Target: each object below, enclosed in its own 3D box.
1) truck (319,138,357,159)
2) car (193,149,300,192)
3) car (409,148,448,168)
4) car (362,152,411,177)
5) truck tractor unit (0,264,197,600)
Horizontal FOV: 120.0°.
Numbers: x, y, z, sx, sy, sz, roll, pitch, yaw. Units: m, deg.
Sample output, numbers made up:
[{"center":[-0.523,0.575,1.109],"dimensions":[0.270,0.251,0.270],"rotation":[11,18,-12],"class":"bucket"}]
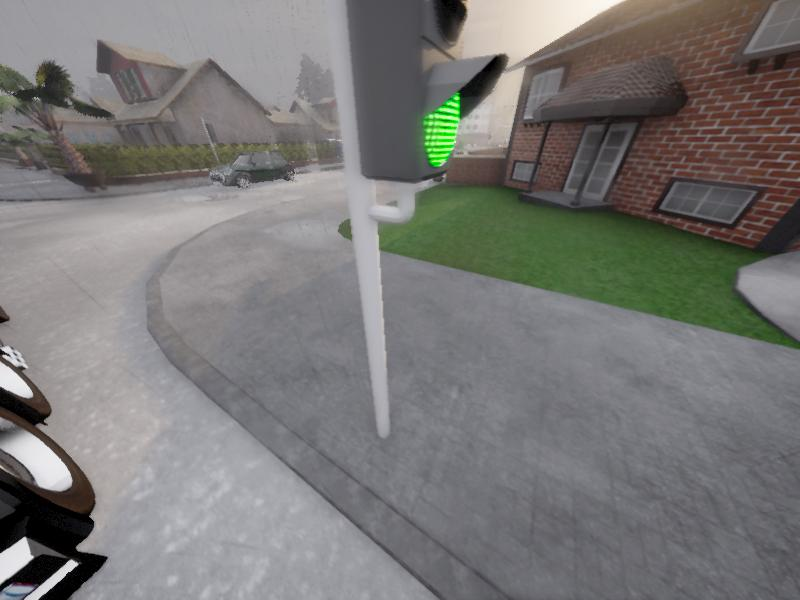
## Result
[{"center":[-8.133,-19.954,30.395],"dimensions":[4.478,2.038,2.069],"rotation":[20,40,23],"class":"truck"},{"center":[-8.794,-7.901,13.811],"dimensions":[2.097,1.767,4.553],"rotation":[18,39,24],"class":"car"},{"center":[3.076,-14.890,24.106],"dimensions":[2.033,1.411,5.357],"rotation":[18,39,24],"class":"car"},{"center":[-0.919,-10.959,18.518],"dimensions":[1.994,1.385,4.181],"rotation":[16,38,22],"class":"car"},{"center":[-5.118,-0.291,0.791],"dimensions":[6.516,4.208,3.053],"rotation":[18,39,24],"class":"truck tractor unit"}]
